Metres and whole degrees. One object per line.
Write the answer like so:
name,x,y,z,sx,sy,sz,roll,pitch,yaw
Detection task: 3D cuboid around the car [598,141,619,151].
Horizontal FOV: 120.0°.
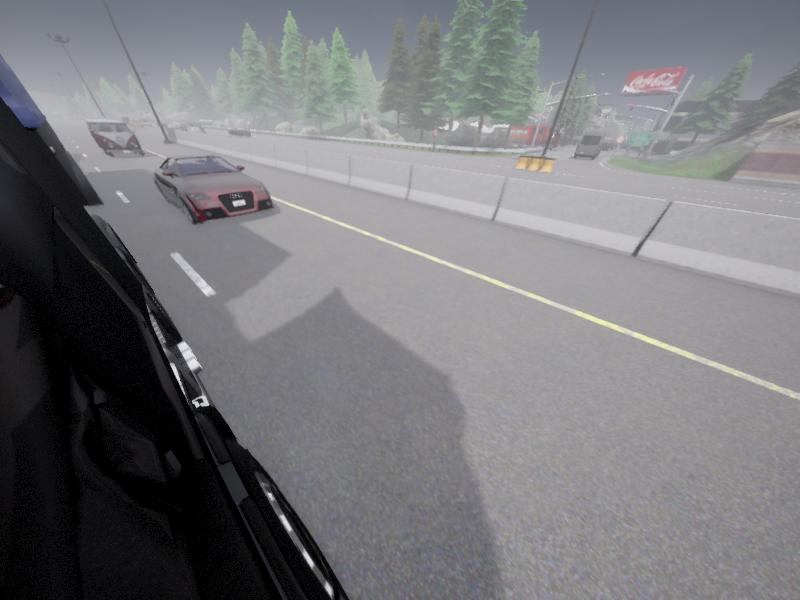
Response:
car,39.893,-29.463,44.176,2.163,1.488,4.792,30,45,32

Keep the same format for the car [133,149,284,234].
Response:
car,-5.622,-3.429,6.784,4.181,1.385,1.994,28,43,30

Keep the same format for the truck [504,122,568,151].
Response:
truck,23.566,-28.725,40.490,8.468,3.827,2.891,29,44,32

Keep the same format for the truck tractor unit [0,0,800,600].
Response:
truck tractor unit,-2.645,-0.295,0.351,6.516,4.208,3.053,28,44,30

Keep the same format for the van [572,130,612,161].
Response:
van,21.118,-17.013,25.386,1.988,2.561,5.915,28,43,30

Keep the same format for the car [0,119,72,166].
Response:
car,-20.280,-8.653,12.548,4.553,1.767,2.097,28,44,30

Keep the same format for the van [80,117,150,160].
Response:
van,-18.540,-10.536,15.025,4.442,1.987,1.775,28,44,30

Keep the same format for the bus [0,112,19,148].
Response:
bus,-34.665,-14.645,17.648,10.273,4.253,3.944,29,44,29

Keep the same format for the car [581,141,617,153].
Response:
car,34.309,-26.430,39.855,5.008,1.535,1.882,-11,39,-17

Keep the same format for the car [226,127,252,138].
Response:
car,-27.460,-28.609,39.365,4.718,1.301,1.895,28,43,30

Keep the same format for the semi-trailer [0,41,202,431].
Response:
semi-trailer,-8.705,-3.585,4.243,14.254,4.402,2.717,28,43,30

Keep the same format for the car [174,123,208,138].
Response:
car,-31.057,-25.199,34.283,5.027,1.651,2.152,28,43,30

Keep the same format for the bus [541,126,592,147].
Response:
bus,46.502,-45.984,64.791,10.273,4.253,3.944,28,43,30
